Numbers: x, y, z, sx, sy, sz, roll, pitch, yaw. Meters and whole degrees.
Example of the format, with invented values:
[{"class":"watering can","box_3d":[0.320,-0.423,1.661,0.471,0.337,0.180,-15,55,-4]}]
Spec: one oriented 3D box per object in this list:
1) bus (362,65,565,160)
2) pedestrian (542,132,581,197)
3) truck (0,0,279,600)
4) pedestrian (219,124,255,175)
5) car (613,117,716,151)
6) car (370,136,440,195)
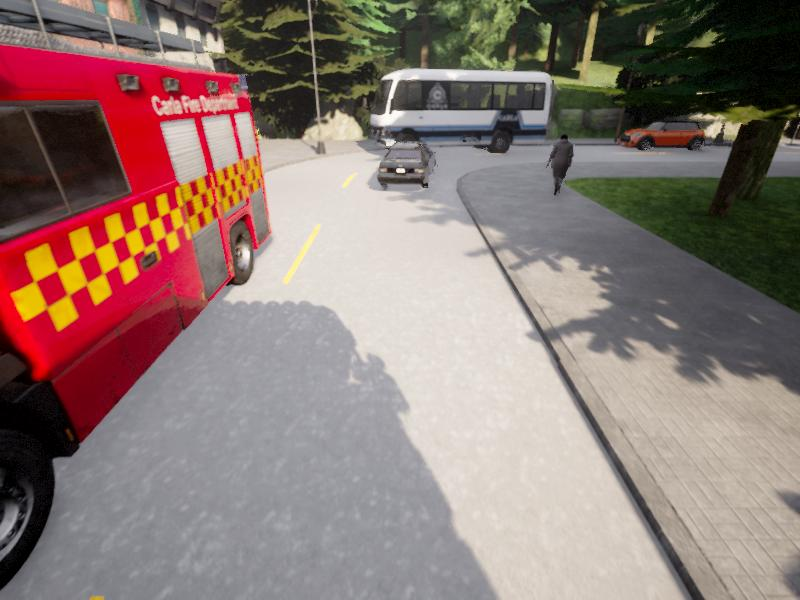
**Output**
[{"class":"bus","box_3d":[3.326,-10.653,22.799,10.273,4.253,3.944,-7,27,-14]},{"class":"pedestrian","box_3d":[5.138,-4.352,12.825,0.751,1.860,0.751,5,28,9]},{"class":"truck","box_3d":[-4.095,-0.924,4.267,2.891,3.827,8.468,0,27,-1]},{"class":"pedestrian","box_3d":[-6.662,-6.168,16.386,0.751,1.860,0.751,7,28,14]},{"class":"car","box_3d":[16.116,-10.230,24.639,4.553,1.767,2.097,0,27,0]},{"class":"car","box_3d":[0.400,-5.516,15.896,2.033,1.411,5.357,4,27,8]}]
